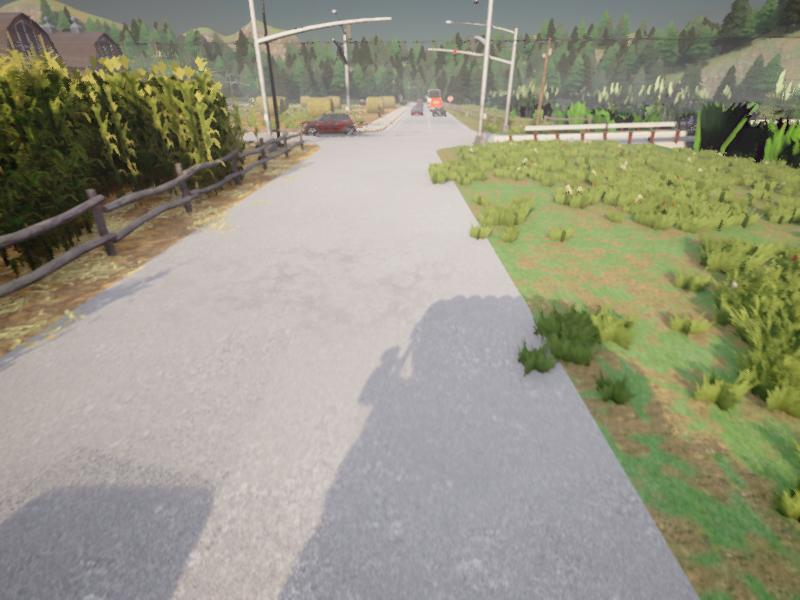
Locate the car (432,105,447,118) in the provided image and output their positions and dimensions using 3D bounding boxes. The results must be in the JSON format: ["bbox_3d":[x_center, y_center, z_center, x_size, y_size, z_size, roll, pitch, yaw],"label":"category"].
[{"bbox_3d":[6.235,-30.031,63.749,2.152,1.651,5.027,1,27,3],"label":"car"}]

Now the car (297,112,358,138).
[{"bbox_3d":[-5.939,-14.420,32.816,4.553,1.767,2.097,-8,28,-15],"label":"car"}]

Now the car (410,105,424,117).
[{"bbox_3d":[2.765,-30.387,64.283,2.163,1.488,4.792,1,27,3],"label":"car"}]

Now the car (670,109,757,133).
[{"bbox_3d":[23.637,-13.548,30.328,4.674,1.442,1.812,1,27,7],"label":"car"}]

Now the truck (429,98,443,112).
[{"bbox_3d":[7.359,-40.027,82.022,2.627,2.467,5.204,1,27,3],"label":"truck"}]

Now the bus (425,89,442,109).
[{"bbox_3d":[8.438,-50.964,101.416,3.944,4.253,10.273,1,27,3],"label":"bus"}]
